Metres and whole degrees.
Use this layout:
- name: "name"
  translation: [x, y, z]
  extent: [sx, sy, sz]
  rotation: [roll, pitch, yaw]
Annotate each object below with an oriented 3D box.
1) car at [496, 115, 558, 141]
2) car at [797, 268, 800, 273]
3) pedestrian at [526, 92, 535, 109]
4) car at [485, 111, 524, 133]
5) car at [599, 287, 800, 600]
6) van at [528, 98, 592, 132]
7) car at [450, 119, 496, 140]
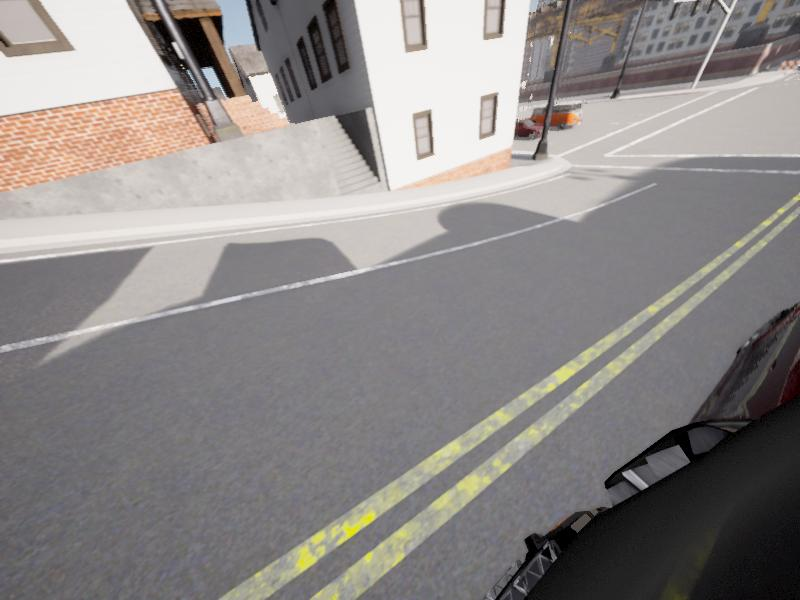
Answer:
- name: "car"
  translation: [11.428, -15.751, 21.269]
  extent: [1.812, 1.442, 4.674]
  rotation: [-28, 42, -17]
- name: "car"
  translation: [10.059, -1.607, 4.028]
  extent: [4.605, 1.855, 1.932]
  rotation: [-22, 41, -21]
- name: "pedestrian"
  translation: [20.595, -31.519, 36.456]
  extent: [0.751, 1.860, 0.751]
  rotation: [-27, 42, -16]
- name: "car"
  translation: [11.735, -20.207, 26.250]
  extent: [1.789, 1.549, 3.705]
  rotation: [-27, 42, -16]
- name: "car"
  translation: [3.694, 0.929, 1.346]
  extent: [4.181, 1.385, 1.994]
  rotation: [-18, 39, -24]
- name: "van"
  translation: [14.749, -17.244, 21.692]
  extent: [1.775, 1.987, 4.442]
  rotation: [-27, 42, -16]
- name: "car"
  translation: [8.106, -19.312, 26.237]
  extent: [2.163, 1.488, 4.792]
  rotation: [-27, 42, -16]
